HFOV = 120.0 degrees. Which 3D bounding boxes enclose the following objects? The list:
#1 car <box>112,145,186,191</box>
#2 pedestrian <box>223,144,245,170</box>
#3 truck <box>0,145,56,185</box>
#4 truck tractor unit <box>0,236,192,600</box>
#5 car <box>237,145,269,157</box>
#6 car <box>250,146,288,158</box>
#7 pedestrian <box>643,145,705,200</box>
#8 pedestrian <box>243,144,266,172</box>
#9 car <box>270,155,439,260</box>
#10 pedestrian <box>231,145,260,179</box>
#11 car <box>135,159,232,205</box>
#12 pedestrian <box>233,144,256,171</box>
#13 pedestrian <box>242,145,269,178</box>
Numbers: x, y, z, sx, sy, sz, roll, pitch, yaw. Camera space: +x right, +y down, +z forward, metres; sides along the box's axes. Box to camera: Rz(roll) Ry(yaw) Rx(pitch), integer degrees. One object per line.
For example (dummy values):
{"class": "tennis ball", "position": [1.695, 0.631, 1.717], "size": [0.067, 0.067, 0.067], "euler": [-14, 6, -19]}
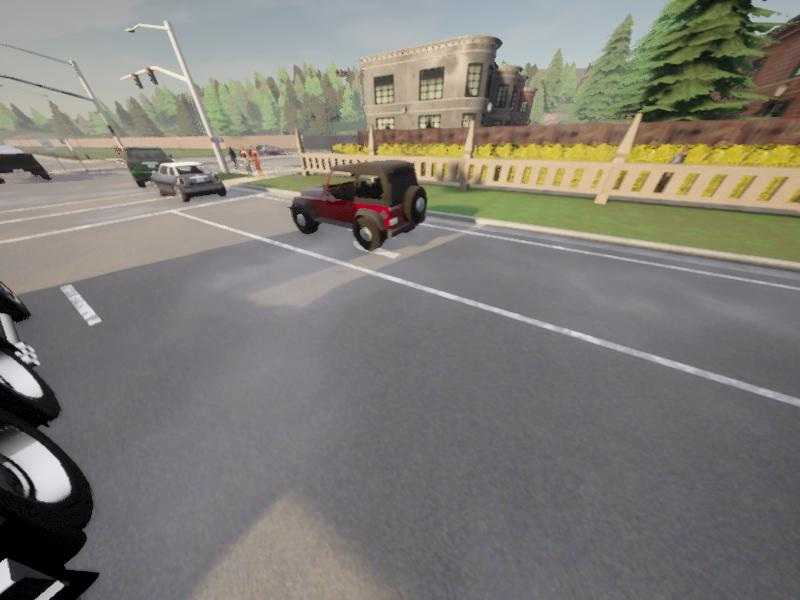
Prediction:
{"class": "car", "position": [-15.771, -8.603, 14.732], "size": [2.150, 2.045, 5.566], "euler": [-27, 43, -33]}
{"class": "pedestrian", "position": [-14.436, -12.389, 20.072], "size": [0.751, 1.860, 0.751], "euler": [24, 42, 31]}
{"class": "truck", "position": [-28.169, -9.846, 16.607], "size": [6.274, 2.098, 2.390], "euler": [19, 39, 26]}
{"class": "truck tractor unit", "position": [-5.072, -0.335, 0.846], "size": [6.516, 4.208, 3.053], "euler": [20, 40, 26]}
{"class": "car", "position": [-24.827, -25.330, 39.216], "size": [1.851, 1.617, 3.988], "euler": [20, 40, 26]}
{"class": "car", "position": [-21.544, -24.517, 38.123], "size": [2.163, 1.488, 4.792], "euler": [20, 40, 26]}
{"class": "pedestrian", "position": [10.984, -5.167, 9.361], "size": [0.751, 1.860, 0.751], "euler": [19, 39, 26]}
{"class": "pedestrian", "position": [-11.440, -11.239, 18.258], "size": [0.751, 1.860, 0.751], "euler": [23, 41, 29]}
{"class": "car", "position": [-1.189, -2.736, 6.291], "size": [3.866, 1.878, 1.905], "euler": [19, 39, 26]}
{"class": "pedestrian", "position": [-10.118, -9.058, 15.176], "size": [0.751, 1.860, 0.751], "euler": [12, 37, 18]}
{"class": "car", "position": [-10.430, -5.829, 11.192], "size": [3.806, 1.475, 1.970], "euler": [20, 40, 27]}
{"class": "pedestrian", "position": [-12.706, -11.687, 18.924], "size": [0.751, 1.860, 0.751], "euler": [20, 40, 27]}
{"class": "pedestrian", "position": [-9.794, -9.435, 15.714], "size": [0.751, 1.860, 0.751], "euler": [9, 36, 13]}
